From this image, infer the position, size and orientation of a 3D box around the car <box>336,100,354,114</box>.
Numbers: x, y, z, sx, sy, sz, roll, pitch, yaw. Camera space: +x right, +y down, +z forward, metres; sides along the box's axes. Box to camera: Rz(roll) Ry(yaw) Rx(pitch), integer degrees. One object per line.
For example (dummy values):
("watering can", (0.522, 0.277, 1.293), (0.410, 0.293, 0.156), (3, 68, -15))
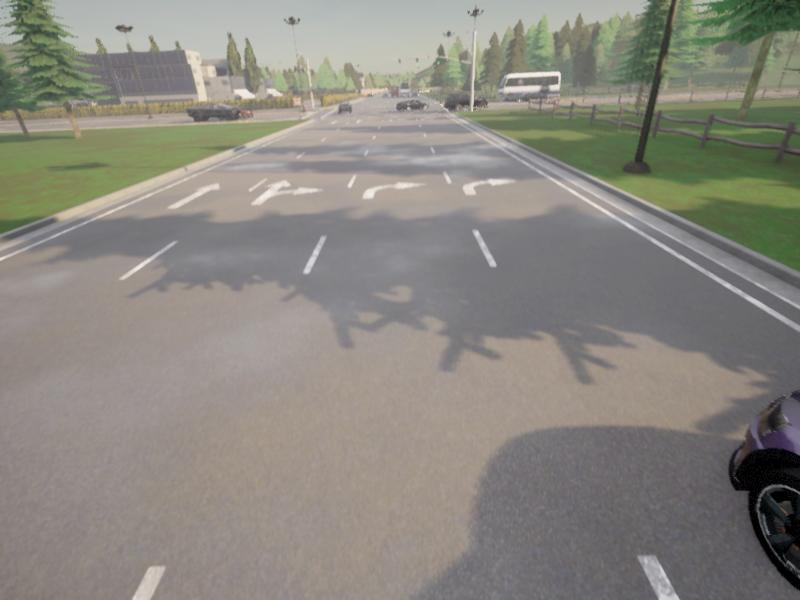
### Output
("car", (-7.887, -27.827, 57.695), (2.128, 1.511, 4.902), (-4, 28, -3))

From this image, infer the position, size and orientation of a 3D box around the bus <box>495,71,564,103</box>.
("bus", (22.308, -36.940, 69.428), (10.273, 4.253, 3.944), (-2, 28, 0))

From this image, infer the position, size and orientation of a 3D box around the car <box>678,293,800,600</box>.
("car", (3.464, 1.785, 1.012), (2.033, 1.649, 4.856), (-2, 28, 1))

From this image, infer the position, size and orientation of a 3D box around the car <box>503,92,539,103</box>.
("car", (20.268, -34.007, 67.131), (5.357, 1.411, 2.033), (-2, 28, 0))

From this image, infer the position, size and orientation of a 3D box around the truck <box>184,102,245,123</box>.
("truck", (-23.522, -23.870, 50.912), (6.274, 2.098, 2.390), (-2, 28, 0))

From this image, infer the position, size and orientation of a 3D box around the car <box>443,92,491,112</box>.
("car", (8.503, -25.211, 50.872), (5.566, 2.045, 2.150), (-9, 28, -13))

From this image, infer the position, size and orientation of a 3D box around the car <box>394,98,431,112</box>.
("car", (1.793, -26.680, 54.771), (4.892, 1.490, 1.837), (-20, 32, -30))

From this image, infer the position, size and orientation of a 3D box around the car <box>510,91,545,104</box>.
("car", (20.398, -32.411, 64.015), (4.892, 1.490, 1.837), (-2, 28, 0))

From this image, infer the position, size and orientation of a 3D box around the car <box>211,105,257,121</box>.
("car", (-22.371, -25.351, 54.108), (5.027, 1.651, 2.152), (-2, 28, 0))

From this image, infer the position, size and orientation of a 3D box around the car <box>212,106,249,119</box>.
("car", (-24.219, -26.810, 57.268), (4.181, 1.385, 1.994), (-2, 28, 0))
